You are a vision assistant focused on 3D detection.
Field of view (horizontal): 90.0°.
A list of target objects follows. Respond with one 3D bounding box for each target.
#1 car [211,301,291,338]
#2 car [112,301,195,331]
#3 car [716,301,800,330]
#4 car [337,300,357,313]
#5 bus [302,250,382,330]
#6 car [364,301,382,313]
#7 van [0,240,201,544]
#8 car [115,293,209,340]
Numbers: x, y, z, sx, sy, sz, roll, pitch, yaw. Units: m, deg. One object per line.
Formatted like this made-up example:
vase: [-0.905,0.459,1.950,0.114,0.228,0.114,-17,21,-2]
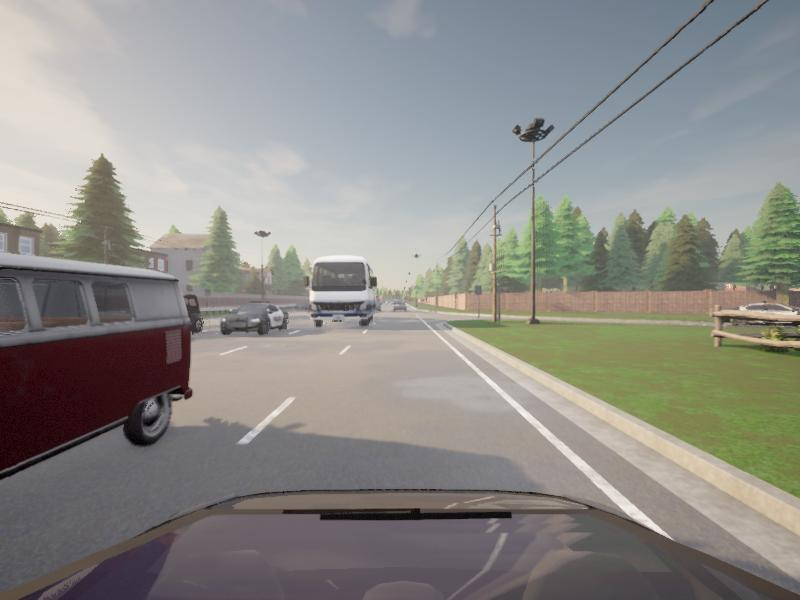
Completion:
car: [-6.999,0.836,19.497,2.038,1.542,4.974,0,0,0]
car: [-13.998,0.836,23.067,2.007,1.525,4.514,0,0,0]
car: [21.171,0.834,22.699,4.974,1.542,2.038,0,0,36]
car: [-7.004,0.838,53.314,1.882,1.535,5.008,0,0,0]
bus: [-3.343,-0.526,26.610,3.944,4.253,10.273,-1,0,-1]
car: [-3.508,0.851,53.374,2.128,1.511,4.902,0,0,0]
van: [-3.499,0.597,3.011,1.775,1.987,4.442,0,0,0]
car: [-10.499,0.652,18.029,1.905,1.878,3.866,0,0,0]
